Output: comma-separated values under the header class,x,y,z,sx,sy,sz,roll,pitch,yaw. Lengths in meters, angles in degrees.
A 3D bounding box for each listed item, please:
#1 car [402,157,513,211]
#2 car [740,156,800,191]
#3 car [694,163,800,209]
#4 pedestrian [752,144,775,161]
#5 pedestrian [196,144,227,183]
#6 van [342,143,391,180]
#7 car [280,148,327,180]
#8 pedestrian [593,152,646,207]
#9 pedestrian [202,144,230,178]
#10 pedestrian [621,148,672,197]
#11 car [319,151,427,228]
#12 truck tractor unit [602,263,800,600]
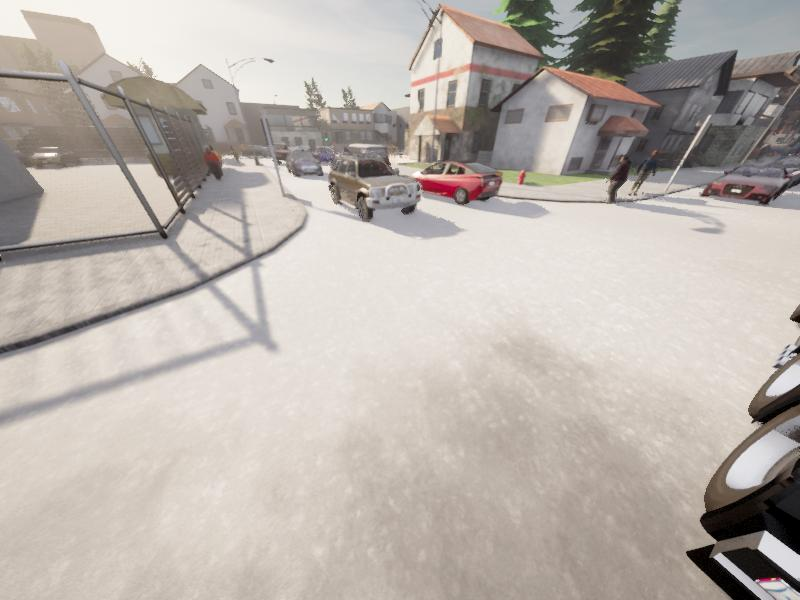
class,x,y,z,sx,sy,sz,roll,pitch,yaw
car,2.311,-5.479,10.546,2.007,1.525,4.514,-24,42,-31
car,22.841,-7.638,13.795,3.633,1.501,1.845,-18,39,-24
car,16.241,-5.414,10.694,4.181,1.385,1.994,-18,39,-24
pedestrian,48.207,-19.598,30.640,0.751,1.860,0.751,-20,40,-26
pedestrian,-10.867,-7.910,13.405,0.751,1.860,0.751,-18,39,-25
van,-2.510,-10.249,16.956,1.775,1.987,4.442,-18,39,-25
car,-7.313,-10.284,17.280,2.033,1.649,4.856,-18,39,-24
pedestrian,8.917,-4.924,9.463,0.751,1.860,0.751,-23,41,-30
pedestrian,-12.056,-9.142,15.180,0.751,1.860,0.751,-14,37,-20
pedestrian,11.156,-5.792,10.545,0.751,1.860,0.751,19,39,25
car,-1.219,-4.382,8.638,1.932,1.855,4.605,-19,39,-25
truck tractor unit,5.106,-0.306,0.783,6.516,4.208,3.053,-18,39,-24
